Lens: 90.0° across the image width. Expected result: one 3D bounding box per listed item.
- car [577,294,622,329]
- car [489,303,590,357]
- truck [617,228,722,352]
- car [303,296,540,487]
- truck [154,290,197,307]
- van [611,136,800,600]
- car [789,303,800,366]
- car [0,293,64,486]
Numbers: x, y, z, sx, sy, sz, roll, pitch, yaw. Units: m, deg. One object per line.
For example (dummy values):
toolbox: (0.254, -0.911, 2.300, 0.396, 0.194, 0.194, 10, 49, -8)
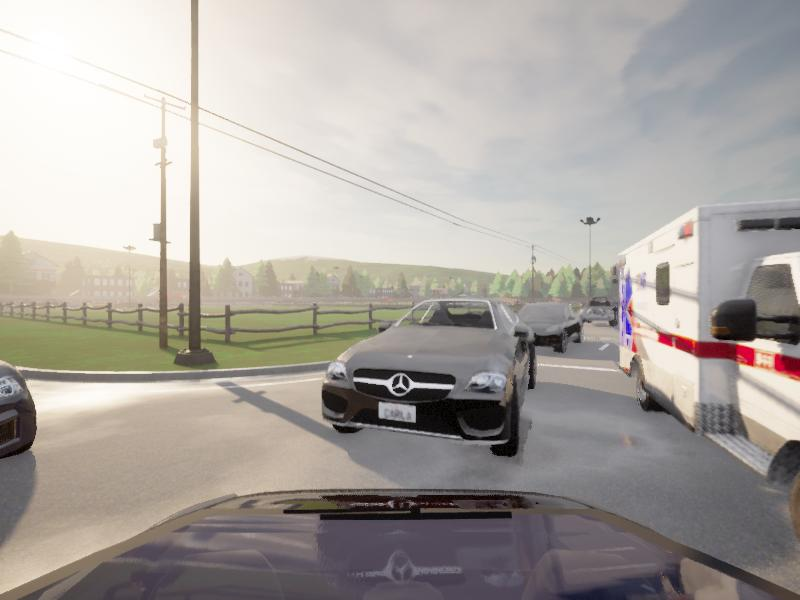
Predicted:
car: (12.588, 0.643, 25.120, 1.932, 1.855, 4.605, 0, 2, 34)
car: (4.977, 0.851, 13.746, 2.163, 1.488, 4.792, 0, 0, 33)
truck: (11.143, -0.321, 16.707, 2.891, 3.827, 8.468, 0, 0, 34)
car: (0.900, 0.780, 6.179, 2.152, 1.651, 5.027, 0, 0, 22)
truck: (-52.993, -0.322, 94.706, 2.891, 3.827, 8.468, 0, 0, 34)
van: (4.020, 0.378, 4.113, 2.351, 2.431, 6.366, 0, 0, 19)
car: (9.856, 0.827, 8.298, 1.845, 1.501, 3.633, 0, 0, 32)
car: (-5.794, 0.752, 4.016, 4.611, 1.667, 2.242, 1, 0, 30)
